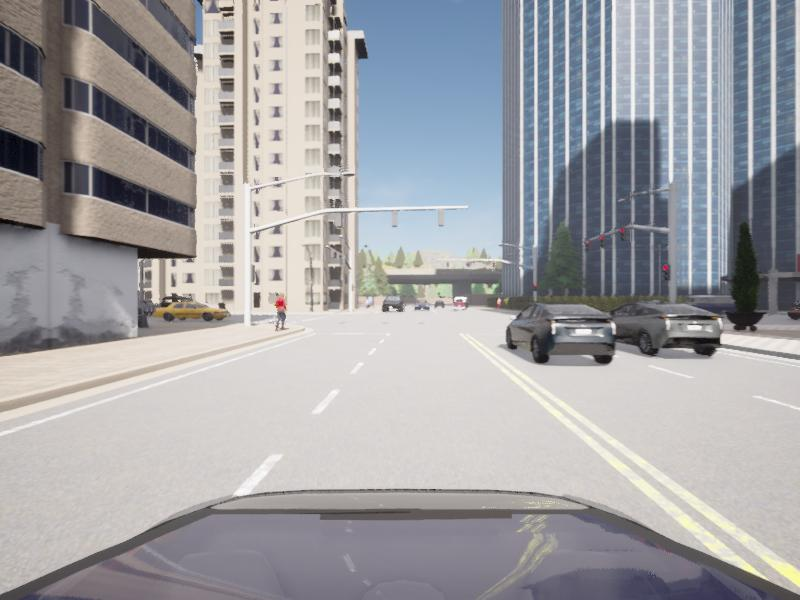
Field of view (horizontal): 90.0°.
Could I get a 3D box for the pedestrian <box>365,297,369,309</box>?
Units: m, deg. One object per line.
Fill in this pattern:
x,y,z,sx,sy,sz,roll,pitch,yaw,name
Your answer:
-5.371,0.498,64.995,0.751,1.860,0.751,0,0,-7,pedestrian

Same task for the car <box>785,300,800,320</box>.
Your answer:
33.326,0.784,31.552,3.988,1.617,1.851,0,0,5,car

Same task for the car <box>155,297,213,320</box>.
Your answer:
-18.102,0.658,33.687,3.866,1.878,1.905,0,0,2,car

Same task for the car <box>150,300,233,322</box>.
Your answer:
-15.582,0.812,30.084,5.366,1.575,1.801,0,0,2,car

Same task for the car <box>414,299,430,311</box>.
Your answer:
3.206,0.767,57.889,2.242,1.667,4.611,0,0,3,car

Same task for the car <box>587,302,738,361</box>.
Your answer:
7.937,0.828,12.762,2.007,1.525,4.514,0,0,3,car

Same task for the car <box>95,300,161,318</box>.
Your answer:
-25.385,0.792,37.486,4.856,1.649,2.033,0,0,2,car

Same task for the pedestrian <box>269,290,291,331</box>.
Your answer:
-5.529,0.490,18.522,0.751,1.860,0.751,0,0,6,pedestrian

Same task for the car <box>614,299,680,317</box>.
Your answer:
23.983,0.771,38.993,5.238,1.638,1.930,0,0,2,car

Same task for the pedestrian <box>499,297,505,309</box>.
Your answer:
16.058,0.491,62.895,0.751,1.860,0.751,0,0,-1,pedestrian

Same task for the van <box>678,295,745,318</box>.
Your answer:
27.461,0.596,35.350,4.442,1.987,1.775,0,0,2,van

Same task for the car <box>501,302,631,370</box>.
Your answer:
4.362,0.829,11.389,2.007,1.525,4.514,0,0,3,car

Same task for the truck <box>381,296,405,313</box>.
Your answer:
-0.811,0.552,51.538,2.390,2.098,6.274,0,0,6,truck

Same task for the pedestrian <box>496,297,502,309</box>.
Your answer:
16.315,0.492,65.917,0.751,1.860,0.751,0,0,1,pedestrian

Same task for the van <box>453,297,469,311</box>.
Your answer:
9.584,0.584,62.794,2.069,2.038,4.480,1,1,15,van

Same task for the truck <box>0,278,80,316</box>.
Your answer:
-38.583,-0.303,41.554,8.468,3.827,2.891,0,0,3,truck
